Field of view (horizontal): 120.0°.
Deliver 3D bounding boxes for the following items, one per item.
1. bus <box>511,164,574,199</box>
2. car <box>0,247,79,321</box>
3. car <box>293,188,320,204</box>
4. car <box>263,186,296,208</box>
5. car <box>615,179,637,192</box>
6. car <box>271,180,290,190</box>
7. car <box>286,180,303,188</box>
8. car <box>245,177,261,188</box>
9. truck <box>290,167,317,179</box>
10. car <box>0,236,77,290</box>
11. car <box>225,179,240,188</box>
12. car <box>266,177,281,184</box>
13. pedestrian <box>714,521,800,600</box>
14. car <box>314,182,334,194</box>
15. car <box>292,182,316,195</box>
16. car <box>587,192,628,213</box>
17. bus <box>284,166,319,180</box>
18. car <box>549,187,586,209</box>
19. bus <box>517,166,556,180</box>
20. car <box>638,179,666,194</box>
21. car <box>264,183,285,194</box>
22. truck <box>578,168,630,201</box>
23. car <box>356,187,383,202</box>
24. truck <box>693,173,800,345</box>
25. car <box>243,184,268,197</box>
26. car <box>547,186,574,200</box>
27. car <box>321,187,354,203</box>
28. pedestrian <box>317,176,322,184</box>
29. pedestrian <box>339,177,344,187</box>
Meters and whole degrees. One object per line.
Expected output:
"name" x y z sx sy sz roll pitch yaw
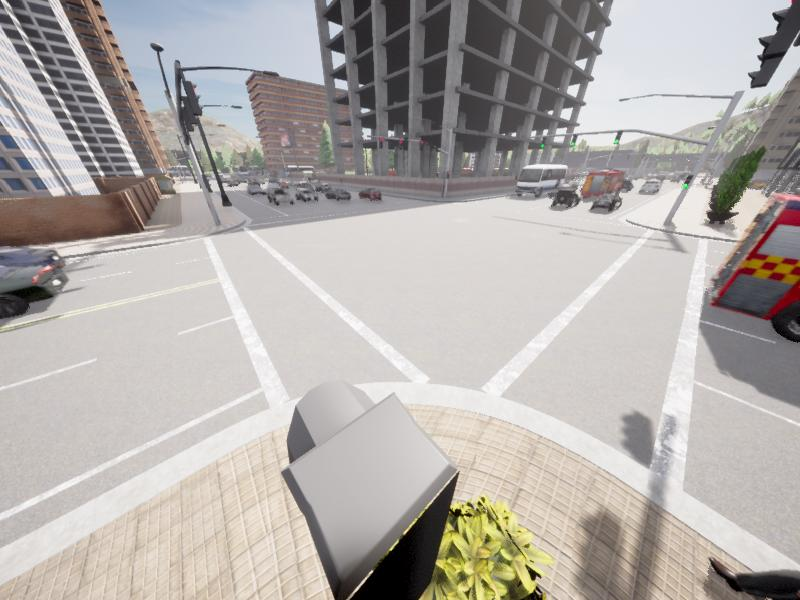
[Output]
"bus" 22.035 -18.417 35.651 10.273 4.253 3.944 -23 37 -34
"car" -13.622 0.005 6.464 4.974 1.542 2.038 -23 37 -34
"car" -12.274 -13.712 30.279 1.970 1.475 3.806 -22 37 -34
"car" -14.494 -12.487 27.745 1.932 1.855 4.605 -23 38 -34
"car" 42.506 -21.524 43.396 3.866 1.878 1.905 -23 37 -34
"car" -25.036 -24.185 48.369 2.007 1.525 4.514 -22 37 -33
"car" -23.630 -25.982 51.712 1.895 1.301 4.718 -22 37 -34
"car" -32.801 -26.289 51.649 1.905 1.878 3.866 -22 37 -33
"truck" -36.699 -48.393 87.985 8.468 3.827 2.891 -23 37 -34
"car" -16.104 -1.167 8.658 4.181 1.385 1.994 -23 37 -34
"car" -37.682 -26.370 52.074 1.851 1.617 3.988 -22 37 -34
"car" -34.566 -32.696 63.095 2.242 1.667 4.611 -22 37 -34
"pedestrian" 3.575 2.356 1.712 0.751 1.860 0.751 -18 35 -29
"car" -13.566 -19.979 41.134 1.970 1.475 3.806 -22 37 -34
"car" -16.370 -18.994 39.273 2.033 1.649 4.856 -22 36 -34
"car" 22.254 -10.540 24.737 4.514 1.525 2.007 -23 37 -34
"bus" -35.856 -46.728 84.680 10.273 4.253 3.944 -23 37 -34
"car" 19.021 -11.622 26.247 3.866 1.878 1.905 -23 37 -34
"bus" 47.646 -44.826 81.274 3.944 4.253 10.273 -23 37 -34
"car" 44.659 -20.211 40.967 5.566 2.045 2.150 -23 37 -34
"car" -22.120 -19.642 40.583 1.812 1.442 4.674 -22 37 -34
"truck" 29.809 -17.008 33.637 8.468 3.827 2.891 -23 37 -34
"car" -4.106 -14.310 31.243 1.789 1.549 3.705 -23 37 -34
"truck" 12.970 -0.052 4.267 2.891 3.827 8.468 -23 37 -34
"car" -23.113 -17.515 36.861 2.163 1.488 4.792 -22 37 -34
"car" 23.082 -15.477 33.265 3.705 1.549 1.789 -23 37 -34
"car" -8.377 -14.119 30.952 2.128 1.511 4.902 -23 37 -34
"pedestrian" -20.544 -30.605 58.802 0.751 1.860 0.751 24 38 35
"pedestrian" -12.591 -25.358 49.714 0.751 1.860 0.751 -23 37 -34
